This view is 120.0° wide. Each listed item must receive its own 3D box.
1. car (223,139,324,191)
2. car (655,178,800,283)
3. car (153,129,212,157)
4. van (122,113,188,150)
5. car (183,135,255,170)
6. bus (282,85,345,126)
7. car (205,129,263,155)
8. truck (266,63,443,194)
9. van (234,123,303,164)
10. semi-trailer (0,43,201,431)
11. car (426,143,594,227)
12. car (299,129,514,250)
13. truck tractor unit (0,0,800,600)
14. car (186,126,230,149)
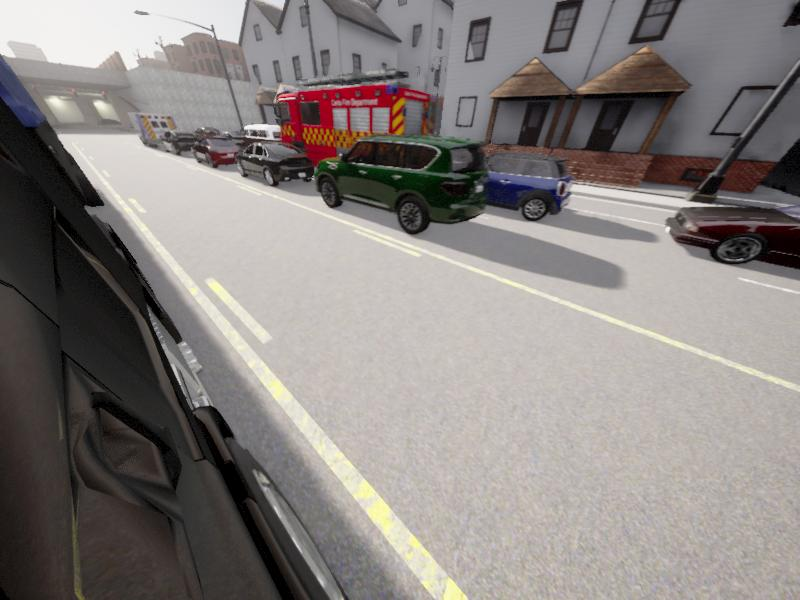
[{"bbox_3d":[-5.847,-6.334,10.570,4.892,1.490,1.837,28,44,30],"label":"car"},{"bbox_3d":[9.091,-1.120,4.512,5.357,1.411,2.033,26,43,28],"label":"car"},{"bbox_3d":[-16.690,-12.087,17.675,4.892,1.490,1.837,28,44,30],"label":"car"},{"bbox_3d":[-22.560,-15.588,21.261,6.366,2.431,2.351,28,44,30],"label":"van"},{"bbox_3d":[-10.913,-8.955,13.905,4.181,1.385,1.994,29,44,31],"label":"car"},{"bbox_3d":[-16.240,-37.535,44.552,3.944,4.253,10.273,28,57,30],"label":"bus"},{"bbox_3d":[-14.191,-13.494,19.698,4.902,1.511,2.128,28,44,30],"label":"car"},{"bbox_3d":[-2.557,-8.279,11.422,8.468,3.827,2.891,28,44,30],"label":"truck"},{"bbox_3d":[-9.261,-11.099,16.320,4.480,2.038,2.069,28,44,30],"label":"van"},{"bbox_3d":[-8.704,-3.582,4.248,14.254,4.402,2.717,28,44,30],"label":"semi-trailer"},{"bbox_3d":[3.477,-4.242,8.045,4.553,1.767,2.097,28,44,30],"label":"car"},{"bbox_3d":[-0.205,-3.569,6.715,5.566,2.045,2.150,28,44,30],"label":"car"},{"bbox_3d":[-2.645,-0.295,0.351,6.516,4.208,3.053,28,44,30],"label":"truck tractor unit"},{"bbox_3d":[-18.919,-16.049,22.779,3.988,1.617,1.851,28,44,30],"label":"car"}]
